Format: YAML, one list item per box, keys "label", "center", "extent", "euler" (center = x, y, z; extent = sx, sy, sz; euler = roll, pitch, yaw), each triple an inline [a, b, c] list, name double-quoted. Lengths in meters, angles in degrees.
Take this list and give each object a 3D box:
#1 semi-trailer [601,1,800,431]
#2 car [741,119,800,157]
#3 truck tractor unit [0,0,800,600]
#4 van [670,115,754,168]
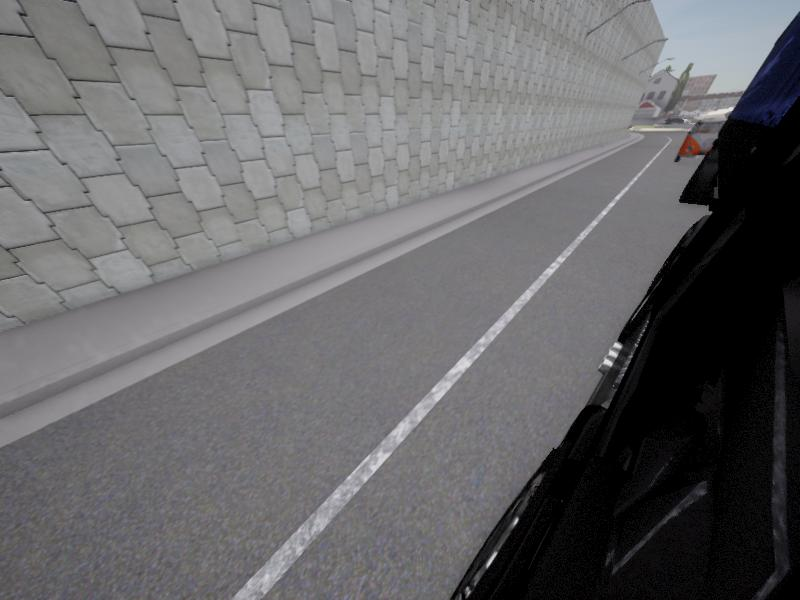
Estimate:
- label: "semi-trailer"
  center: [8.499, -3.731, 4.418]
  extent: [14.254, 4.402, 2.717]
  euler: [-30, 45, -32]
- label: "car"
  center: [23.919, -10.143, 14.338]
  extent: [2.242, 1.667, 4.611]
  euler: [29, 47, 35]
- label: "truck tractor unit"
  center: [2.645, -0.295, 0.351]
  extent: [6.516, 4.208, 3.053]
  euler: [-28, 44, -30]
- label: "van"
  center: [16.846, -8.773, 12.667]
  extent: [1.775, 1.987, 4.442]
  euler: [30, 48, 35]
